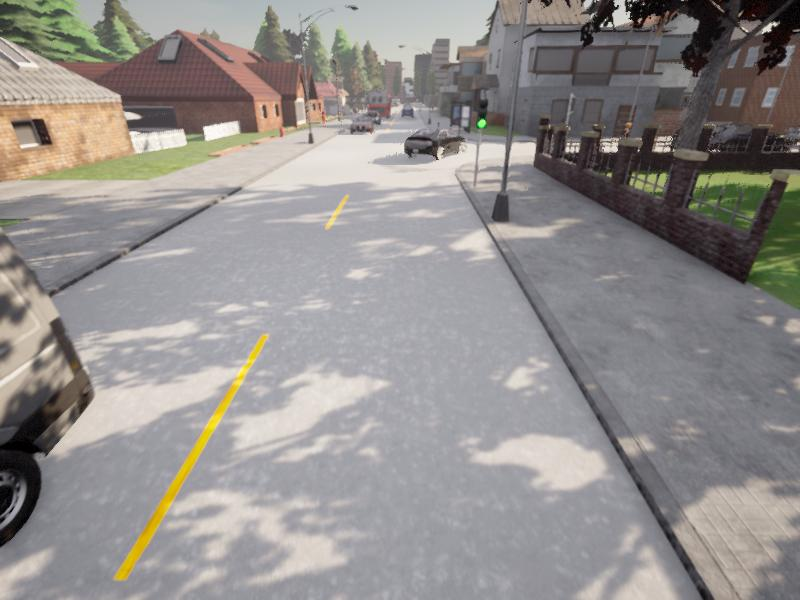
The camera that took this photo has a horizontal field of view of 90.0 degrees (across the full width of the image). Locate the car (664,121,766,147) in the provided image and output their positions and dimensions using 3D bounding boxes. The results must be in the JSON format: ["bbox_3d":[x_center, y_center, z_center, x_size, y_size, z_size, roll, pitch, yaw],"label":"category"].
[{"bbox_3d":[21.312,-11.329,27.249,4.902,1.511,2.128,0,27,1],"label":"car"}]

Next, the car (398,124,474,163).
[{"bbox_3d":[2.086,-8.753,22.168,2.128,1.511,4.902,15,31,28],"label":"car"}]

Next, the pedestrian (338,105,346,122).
[{"bbox_3d":[-7.208,-23.219,49.814,0.751,1.860,0.751,4,27,8],"label":"pedestrian"}]

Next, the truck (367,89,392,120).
[{"bbox_3d":[-2.865,-28.700,58.678,2.891,3.827,8.468,1,27,1],"label":"truck"}]

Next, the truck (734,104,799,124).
[{"bbox_3d":[46.322,-23.696,50.871,2.390,2.098,6.274,1,27,2],"label":"truck"}]

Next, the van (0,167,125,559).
[{"bbox_3d":[-3.999,1.447,1.048,1.988,2.561,5.915,1,27,2],"label":"van"}]

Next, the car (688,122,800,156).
[{"bbox_3d":[20.293,-9.488,23.509,4.856,1.649,2.033,0,27,-1],"label":"car"}]

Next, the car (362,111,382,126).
[{"bbox_3d":[-3.144,-20.835,45.857,1.970,1.475,3.806,1,27,1],"label":"car"}]

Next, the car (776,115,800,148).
[{"bbox_3d":[28.752,-11.286,26.775,4.605,1.855,1.932,2,27,3],"label":"car"}]

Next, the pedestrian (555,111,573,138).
[{"bbox_3d":[12.729,-13.662,31.116,0.751,1.860,0.751,1,27,1],"label":"pedestrian"}]

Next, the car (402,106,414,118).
[{"bbox_3d":[1.239,-30.177,64.095,1.882,1.535,5.008,0,27,1],"label":"car"}]

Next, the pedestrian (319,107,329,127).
[{"bbox_3d":[-7.855,-18.844,41.244,0.751,1.860,0.751,-2,27,-4],"label":"pedestrian"}]

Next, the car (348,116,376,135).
[{"bbox_3d":[-3.334,-15.760,36.037,1.994,1.385,4.181,1,27,1],"label":"car"}]

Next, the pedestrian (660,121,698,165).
[{"bbox_3d":[13.163,-7.417,18.908,0.751,1.860,0.751,1,27,3],"label":"pedestrian"}]

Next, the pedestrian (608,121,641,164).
[{"bbox_3d":[10.664,-7.495,19.055,0.751,1.860,0.751,1,27,3],"label":"pedestrian"}]
